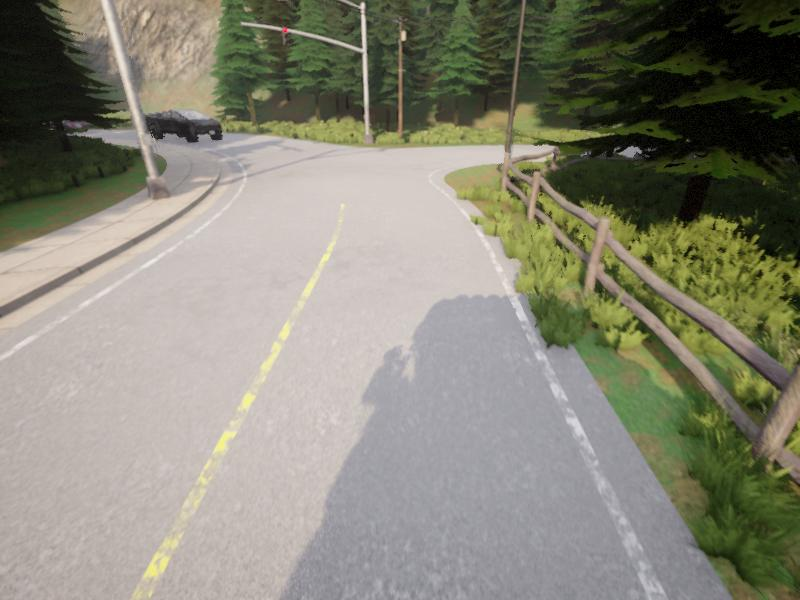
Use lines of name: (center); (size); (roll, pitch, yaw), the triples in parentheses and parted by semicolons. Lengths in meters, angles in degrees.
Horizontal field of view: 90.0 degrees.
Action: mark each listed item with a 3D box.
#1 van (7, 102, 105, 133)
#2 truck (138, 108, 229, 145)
van: (-31.065, -16.575, 36.321); (6.366, 2.431, 2.351); (1, 27, 3)
truck: (-15.710, -12.674, 29.038); (6.274, 2.098, 2.390); (16, 31, 27)
